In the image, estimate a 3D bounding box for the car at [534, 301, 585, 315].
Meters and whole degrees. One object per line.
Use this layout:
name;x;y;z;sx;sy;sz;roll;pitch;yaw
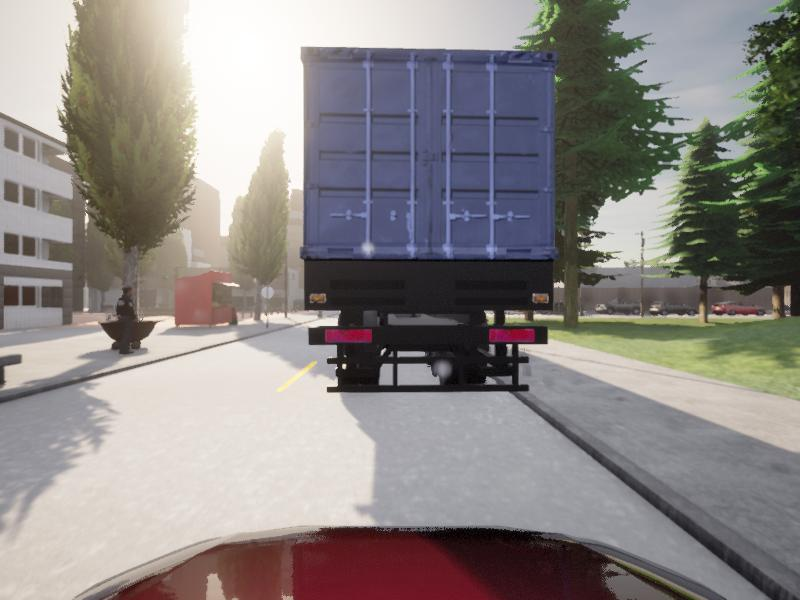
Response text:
car;17.451;0.898;43.845;4.892;1.490;1.837;0;0;-1

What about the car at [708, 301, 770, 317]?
car;33.741;0.877;39.893;4.514;1.525;2.007;0;0;-2

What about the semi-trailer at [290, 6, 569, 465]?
semi-trailer;0.065;-0.604;11.002;2.717;4.402;14.254;0;0;-2

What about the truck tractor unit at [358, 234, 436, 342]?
truck tractor unit;-0.204;-0.501;18.911;3.053;4.208;6.516;0;0;-2

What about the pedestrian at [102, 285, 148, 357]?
pedestrian;-7.415;0.547;10.809;0.751;1.860;0.751;0;0;26

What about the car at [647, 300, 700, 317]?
car;27.236;0.837;39.930;3.988;1.617;1.851;0;0;-1

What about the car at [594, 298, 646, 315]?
car;24.056;0.706;43.880;4.605;1.855;1.932;0;0;-1
